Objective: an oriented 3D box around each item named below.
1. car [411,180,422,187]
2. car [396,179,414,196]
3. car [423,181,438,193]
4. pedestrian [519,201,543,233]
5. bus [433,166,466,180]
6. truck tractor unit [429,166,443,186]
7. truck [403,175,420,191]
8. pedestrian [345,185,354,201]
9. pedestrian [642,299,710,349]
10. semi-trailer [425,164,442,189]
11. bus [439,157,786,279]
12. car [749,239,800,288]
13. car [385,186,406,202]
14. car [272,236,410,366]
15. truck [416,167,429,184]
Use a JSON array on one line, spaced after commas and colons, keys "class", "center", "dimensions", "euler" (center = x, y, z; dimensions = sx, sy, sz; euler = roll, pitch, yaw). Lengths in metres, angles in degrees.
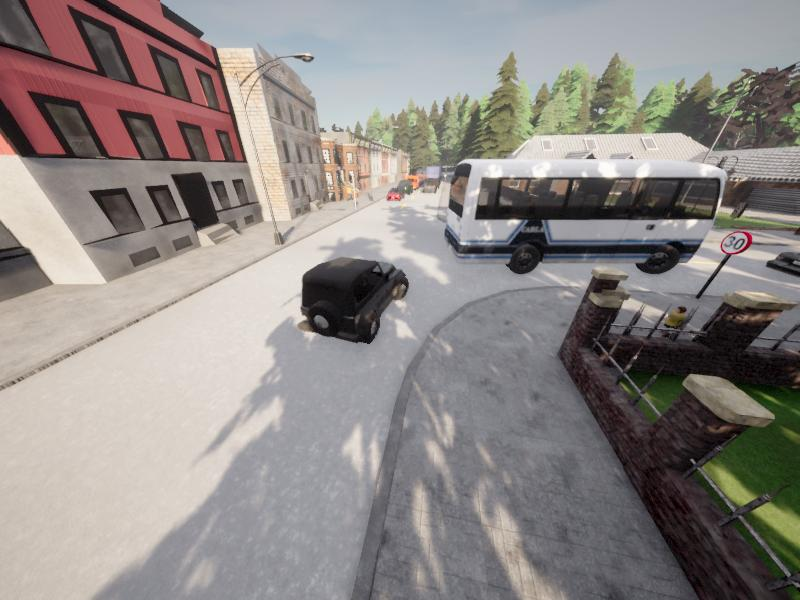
[{"class": "car", "center": [3.796, -26.830, 53.181], "dimensions": [1.895, 1.301, 4.718], "euler": [5, 30, 8]}, {"class": "car", "center": [0.881, -19.039, 38.936], "dimensions": [2.150, 2.045, 5.566], "euler": [5, 30, 9]}, {"class": "car", "center": [5.511, -20.446, 41.752], "dimensions": [2.242, 1.667, 4.611], "euler": [5, 31, 9]}, {"class": "pedestrian", "center": [8.743, -5.553, 15.490], "dimensions": [0.751, 1.860, 0.751], "euler": [2, 30, 3]}, {"class": "bus", "center": [17.399, -45.366, 82.340], "dimensions": [10.273, 4.253, 3.944], "euler": [-2, 30, -5]}, {"class": "truck tractor unit", "center": [9.142, -31.719, 58.720], "dimensions": [3.053, 4.208, 6.516], "euler": [5, 31, 9]}, {"class": "truck", "center": [2.385, -23.415, 46.091], "dimensions": [2.627, 2.467, 5.204], "euler": [5, 30, 9]}, {"class": "pedestrian", "center": [-6.552, -13.891, 29.949], "dimensions": [0.751, 1.860, 0.751], "euler": [9, 31, 16]}, {"class": "pedestrian", "center": [6.674, 0.579, 5.647], "dimensions": [0.500, 1.100, 0.500], "euler": [3, 30, 6]}, {"class": "semi-trailer", "center": [7.754, -27.908, 51.926], "dimensions": [2.717, 4.402, 14.254], "euler": [5, 30, 9]}, {"class": "bus", "center": [7.314, -3.714, 10.186], "dimensions": [10.273, 4.253, 3.944], "euler": [0, 30, -1]}, {"class": "car", "center": [17.976, -1.157, 8.616], "dimensions": [5.357, 1.411, 2.033], "euler": [5, 30, 9]}, {"class": "car", "center": [-0.536, -14.777, 32.073], "dimensions": [2.007, 1.525, 4.514], "euler": [5, 30, 9]}, {"class": "car", "center": [-1.212, -0.361, 6.738], "dimensions": [1.905, 1.878, 3.866], "euler": [10, 31, 17]}, {"class": "truck", "center": [6.409, -35.537, 65.734], "dimensions": [2.891, 3.827, 8.468], "euler": [5, 30, 8]}]
